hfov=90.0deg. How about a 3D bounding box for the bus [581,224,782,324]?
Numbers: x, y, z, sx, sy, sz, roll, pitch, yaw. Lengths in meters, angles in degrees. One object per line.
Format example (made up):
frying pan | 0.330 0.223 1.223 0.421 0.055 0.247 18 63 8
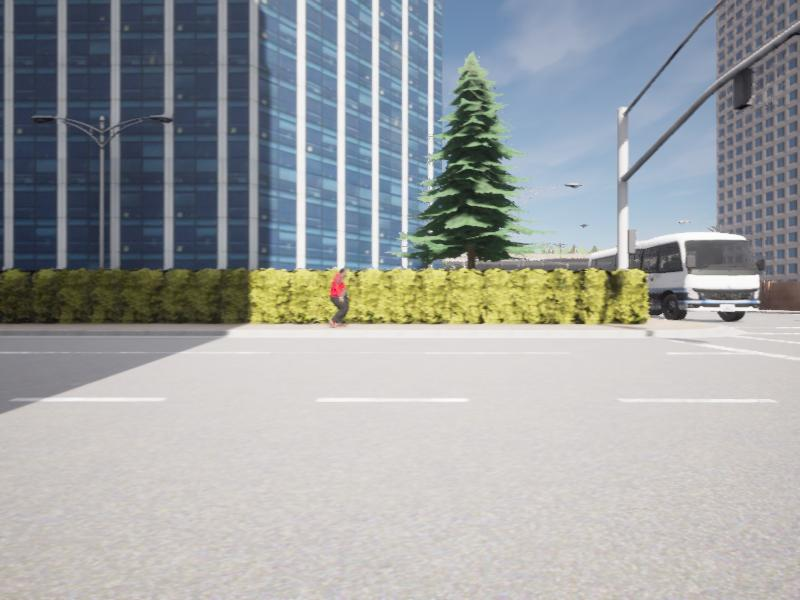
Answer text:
bus | 14.300 -1.121 22.134 3.944 4.253 10.273 0 0 1

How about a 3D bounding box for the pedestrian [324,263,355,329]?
pedestrian | -1.737 -0.118 11.605 0.751 1.860 0.751 0 0 4
